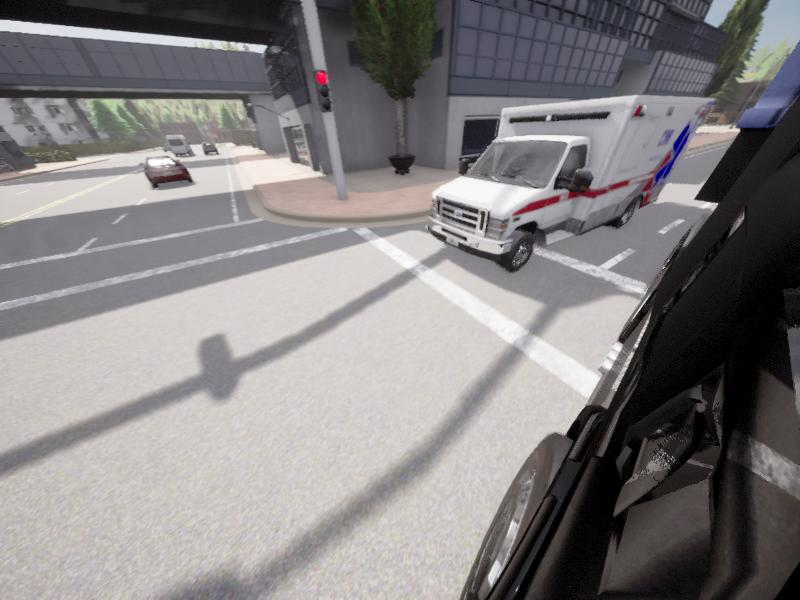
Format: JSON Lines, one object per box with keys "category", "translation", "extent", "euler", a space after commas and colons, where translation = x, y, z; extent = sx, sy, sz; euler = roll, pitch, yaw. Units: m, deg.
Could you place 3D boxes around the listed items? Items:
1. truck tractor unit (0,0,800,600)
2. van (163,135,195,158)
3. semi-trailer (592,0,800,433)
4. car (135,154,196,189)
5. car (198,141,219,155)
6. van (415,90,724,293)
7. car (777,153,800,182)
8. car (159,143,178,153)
{"category": "truck tractor unit", "translation": [2.645, -0.295, 0.351], "extent": [6.516, 4.208, 3.053], "euler": [-28, 44, -30]}
{"category": "van", "translation": [-32.884, -23.072, 34.571], "extent": [1.988, 2.561, 5.915], "euler": [-22, 41, -24]}
{"category": "semi-trailer", "translation": [9.085, -3.304, 3.813], "extent": [14.254, 4.402, 2.717], "euler": [-23, 41, -25]}
{"category": "car", "translation": [-14.455, -8.006, 14.177], "extent": [1.994, 1.385, 4.181], "euler": [-31, 45, -32]}
{"category": "car", "translation": [-29.488, -23.517, 35.729], "extent": [1.851, 1.617, 3.988], "euler": [-22, 41, -24]}
{"category": "van", "translation": [3.608, -2.768, 5.115], "extent": [6.366, 2.431, 2.351], "euler": [-23, 41, -24]}
{"category": "car", "translation": [17.023, -5.512, 8.568], "extent": [4.611, 1.667, 2.242], "euler": [-22, 41, -24]}
{"category": "car", "translation": [-45.375, -29.872, 45.358], "extent": [1.837, 1.490, 4.892], "euler": [-24, 41, -26]}
